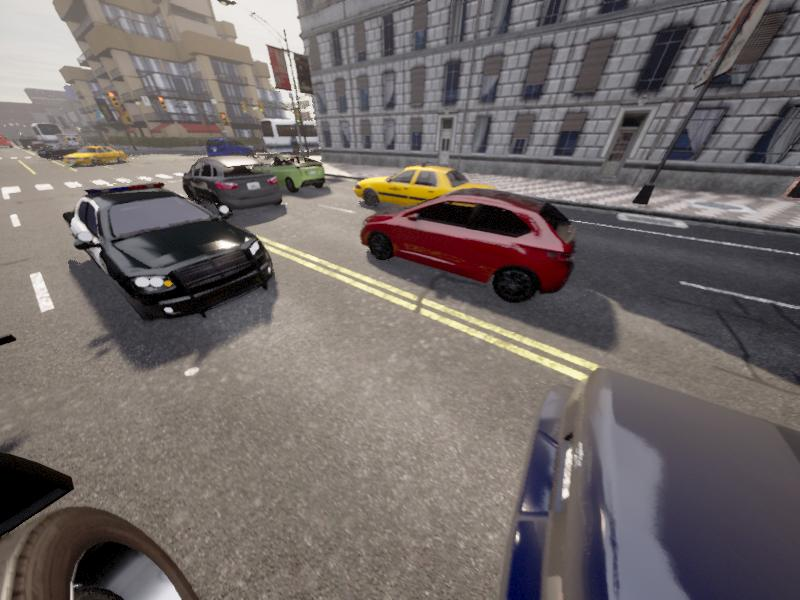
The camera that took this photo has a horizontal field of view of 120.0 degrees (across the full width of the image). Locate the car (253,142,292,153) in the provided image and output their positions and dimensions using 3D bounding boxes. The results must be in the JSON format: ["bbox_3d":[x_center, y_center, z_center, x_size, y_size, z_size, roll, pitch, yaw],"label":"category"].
[{"bbox_3d":[-21.790,-26.178,39.657,2.033,1.411,5.357,22,41,27],"label":"car"}]

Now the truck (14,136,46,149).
[{"bbox_3d":[-75.581,-32.207,47.178,6.274,2.098,2.390,22,40,27],"label":"truck"}]

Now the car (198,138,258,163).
[{"bbox_3d":[-18.267,-16.282,25.082,2.150,2.045,5.566,0,35,1],"label":"car"}]

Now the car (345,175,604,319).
[{"bbox_3d":[1.136,-1.432,4.668,4.193,1.474,1.816,22,41,28],"label":"car"}]

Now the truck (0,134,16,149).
[{"bbox_3d":[-81.330,-32.201,46.805,5.204,2.467,2.627,22,40,27],"label":"truck"}]

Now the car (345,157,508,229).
[{"bbox_3d":[0.687,-4.107,8.367,5.366,1.575,1.801,22,41,27],"label":"car"}]

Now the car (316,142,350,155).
[{"bbox_3d":[-10.447,-23.987,36.537,2.128,1.511,4.902,22,41,28],"label":"car"}]

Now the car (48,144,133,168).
[{"bbox_3d":[-27.999,-13.351,21.256,1.801,1.575,5.366,-8,36,-12],"label":"car"}]

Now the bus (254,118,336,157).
[{"bbox_3d":[-15.281,-24.754,35.223,3.944,4.253,10.273,22,42,28],"label":"bus"}]

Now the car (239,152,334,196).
[{"bbox_3d":[-5.915,-6.713,12.058,4.514,1.525,2.007,22,40,27],"label":"car"}]

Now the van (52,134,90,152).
[{"bbox_3d":[-58.202,-27.878,40.884,6.366,2.431,2.351,22,40,27],"label":"van"}]

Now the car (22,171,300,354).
[{"bbox_3d":[-4.481,-1.251,4.323,4.974,1.542,2.038,22,41,28],"label":"car"}]

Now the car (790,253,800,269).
[{"bbox_3d":[9.715,-0.427,3.245,3.705,1.549,1.789,22,41,28],"label":"car"}]

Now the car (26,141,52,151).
[{"bbox_3d":[-63.883,-27.287,40.861,4.674,1.442,1.812,22,40,27],"label":"car"}]

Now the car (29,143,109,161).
[{"bbox_3d":[-37.345,-16.874,26.239,2.128,1.511,4.902,22,41,28],"label":"car"}]

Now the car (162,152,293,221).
[{"bbox_3d":[-6.656,-4.611,8.947,4.611,1.667,2.242,25,42,30],"label":"car"}]

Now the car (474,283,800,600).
[{"bbox_3d":[2.986,1.827,0.131,5.357,1.411,2.033,22,41,28],"label":"car"}]

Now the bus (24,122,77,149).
[{"bbox_3d":[-75.194,-35.295,49.690,10.273,4.253,3.944,22,40,27],"label":"bus"}]

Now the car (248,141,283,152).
[{"bbox_3d":[-24.252,-27.719,41.748,2.163,1.488,4.792,22,41,28],"label":"car"}]
